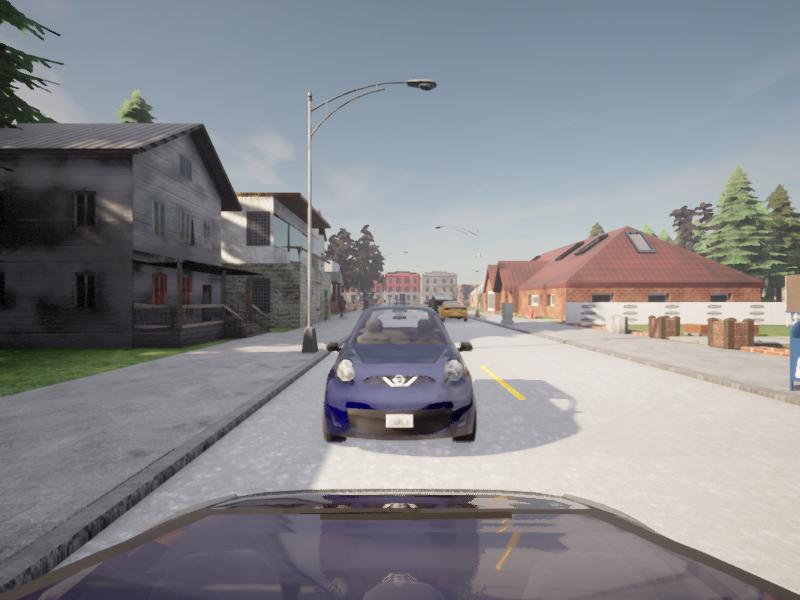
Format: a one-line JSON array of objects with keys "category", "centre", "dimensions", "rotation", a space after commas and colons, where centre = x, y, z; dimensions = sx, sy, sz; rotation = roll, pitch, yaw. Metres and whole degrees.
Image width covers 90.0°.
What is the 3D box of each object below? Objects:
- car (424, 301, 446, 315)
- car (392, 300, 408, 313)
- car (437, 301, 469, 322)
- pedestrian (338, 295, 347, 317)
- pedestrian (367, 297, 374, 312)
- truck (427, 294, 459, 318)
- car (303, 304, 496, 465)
[{"category": "car", "centre": [3.980, 0.836, 46.133], "dimensions": [2.128, 1.511, 4.902], "rotation": [0, 0, 0]}, {"category": "car", "centre": [-0.009, 0.788, 50.581], "dimensions": [1.851, 1.617, 3.988], "rotation": [0, 0, 0]}, {"category": "car", "centre": [3.994, 0.823, 30.931], "dimensions": [1.882, 1.535, 5.008], "rotation": [0, 0, 0]}, {"category": "pedestrian", "centre": [-5.007, 0.533, 34.655], "dimensions": [0.751, 1.860, 0.751], "rotation": [0, 0, -6]}, {"category": "pedestrian", "centre": [-3.706, 0.533, 49.946], "dimensions": [0.751, 1.860, 0.751], "rotation": [0, 0, 11]}, {"category": "truck", "centre": [3.990, 0.542, 38.397], "dimensions": [2.390, 2.098, 6.274], "rotation": [0, 0, 0]}, {"category": "car", "centre": [-0.005, 0.825, 5.649], "dimensions": [1.845, 1.501, 3.633], "rotation": [0, 0, 0]}]
